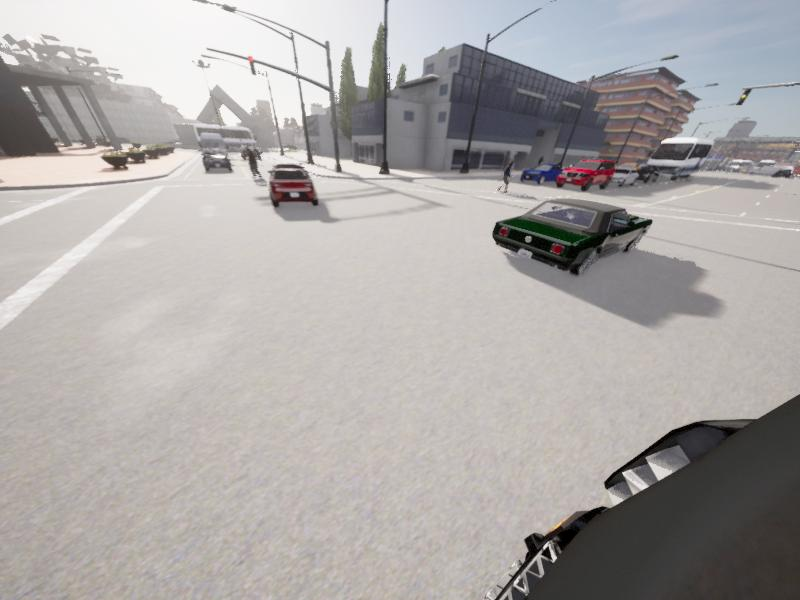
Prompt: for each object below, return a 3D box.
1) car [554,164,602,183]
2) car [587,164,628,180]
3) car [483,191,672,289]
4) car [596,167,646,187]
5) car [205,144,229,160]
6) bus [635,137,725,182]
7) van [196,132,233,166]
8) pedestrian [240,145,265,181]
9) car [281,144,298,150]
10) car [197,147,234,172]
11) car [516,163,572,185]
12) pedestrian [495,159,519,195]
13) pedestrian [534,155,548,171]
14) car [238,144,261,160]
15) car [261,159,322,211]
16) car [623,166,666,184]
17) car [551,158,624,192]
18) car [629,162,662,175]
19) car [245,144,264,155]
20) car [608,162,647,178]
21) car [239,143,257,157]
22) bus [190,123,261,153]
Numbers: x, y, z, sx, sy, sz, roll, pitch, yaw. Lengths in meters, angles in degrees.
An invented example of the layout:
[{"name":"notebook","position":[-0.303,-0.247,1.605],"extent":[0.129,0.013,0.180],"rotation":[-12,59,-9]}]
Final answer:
[{"name":"car","position":[18.684,-13.381,24.259],"extent":[4.892,1.490,1.837],"rotation":[-18,39,-28]},{"name":"car","position":[24.841,-15.384,27.694],"extent":[4.181,1.385,1.994],"rotation":[-18,39,-27]},{"name":"car","position":[4.626,-1.851,5.966],"extent":[4.718,1.301,1.895],"rotation":[-18,39,-28]},{"name":"car","position":[21.290,-11.907,22.257],"extent":[4.674,1.442,1.812],"rotation":[-18,39,-28]},{"name":"car","position":[-22.413,-18.204,28.351],"extent":[1.845,1.501,3.633],"rotation":[-18,39,-29]},{"name":"bus","position":[35.006,-17.645,28.895],"extent":[10.273,4.253,3.944],"rotation":[-19,39,-27]},{"name":"van","position":[-18.736,-15.402,23.483],"extent":[1.988,2.561,5.915],"rotation":[-17,38,-28]},{"name":"pedestrian","position":[-9.249,-8.621,14.550],"extent":[0.751,1.860,0.751],"rotation":[-8,35,-16]},{"name":"car","position":[-36.894,-51.271,77.412],"extent":[4.674,1.442,1.812],"rotation":[9,34,9]},{"name":"car","position":[-14.748,-11.335,18.606],"extent":[1.816,1.474,4.193],"rotation":[-17,38,-28]},{"name":"car","position":[13.243,-11.633,21.195],"extent":[5.008,1.535,1.882],"rotation":[-18,39,-28]},{"name":"pedestrian","position":[6.654,-7.687,14.416],"extent":[0.751,1.860,0.751],"rotation":[24,39,29]},{"name":"pedestrian","position":[19.176,-18.599,31.422],"extent":[0.751,1.860,0.751],"rotation":[-14,37,-24]},{"name":"car","position":[-20.437,-20.148,31.361],"extent":[1.930,1.638,5.238],"rotation":[-17,38,-28]},{"name":"car","position":[-4.750,-5.197,10.143],"extent":[1.816,1.474,4.193],"rotation":[-11,36,-20]},{"name":"car","position":[26.802,-13.769,25.305],"extent":[4.193,1.474,1.816],"rotation":[-19,39,-28]},{"name":"car","position":[15.177,-10.162,18.652],"extent":[5.566,2.045,2.150],"rotation":[-18,39,-28]},{"name":"car","position":[35.841,-19.222,33.735],"extent":[4.674,1.442,1.812],"rotation":[-19,39,-27]},{"name":"car","position":[-26.570,-27.598,42.314],"extent":[1.816,1.474,4.193],"rotation":[-7,35,-15]},{"name":"car","position":[30.170,-17.284,30.593],"extent":[5.008,1.535,1.882],"rotation":[-19,39,-27]},{"name":"car","position":[-24.065,-23.888,36.738],"extent":[1.930,1.638,5.238],"rotation":[-14,37,-24]},{"name":"bus","position":[-34.945,-32.877,47.111],"extent":[10.273,4.253,3.944],"rotation":[-12,37,-22]}]
